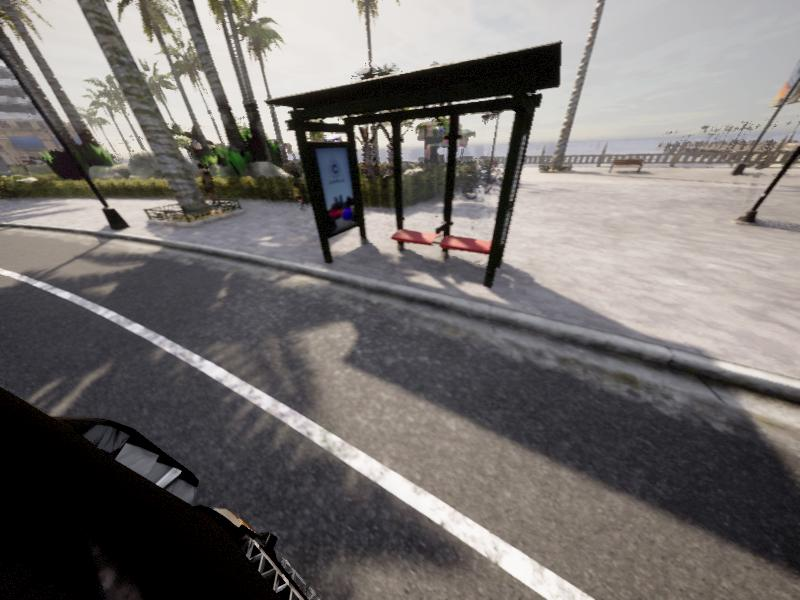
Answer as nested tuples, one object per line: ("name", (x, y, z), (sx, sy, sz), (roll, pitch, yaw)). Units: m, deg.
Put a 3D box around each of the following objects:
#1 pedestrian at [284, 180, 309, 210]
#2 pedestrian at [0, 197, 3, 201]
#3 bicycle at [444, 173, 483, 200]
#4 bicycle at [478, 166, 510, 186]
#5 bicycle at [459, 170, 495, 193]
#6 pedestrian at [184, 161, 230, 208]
("pedestrian", (-4.375, -4.467, 9.821), (0.500, 1.100, 0.500), (14, 36, 23))
("pedestrian", (-27.534, -7.349, 14.982), (0.751, 1.860, 0.751), (0, 33, 3))
("bicycle", (2.909, -5.327, 10.823), (1.643, 1.024, 0.373), (19, 39, 29))
("bicycle", (5.746, -7.674, 14.249), (1.643, 1.024, 0.373), (19, 39, 29))
("bicycle", (4.044, -6.266, 12.194), (1.643, 1.024, 0.373), (19, 39, 29))
("pedestrian", (-9.016, -5.422, 10.877), (0.751, 1.860, 0.751), (7, 34, 14))
